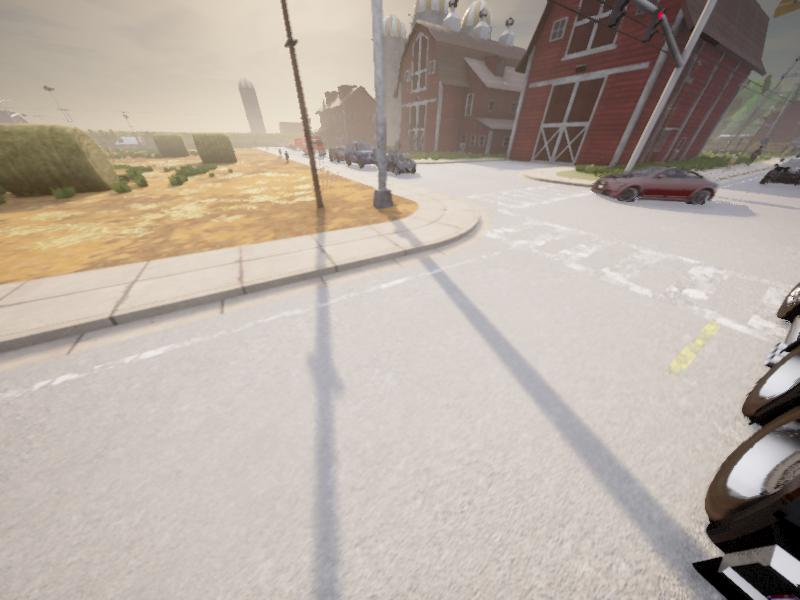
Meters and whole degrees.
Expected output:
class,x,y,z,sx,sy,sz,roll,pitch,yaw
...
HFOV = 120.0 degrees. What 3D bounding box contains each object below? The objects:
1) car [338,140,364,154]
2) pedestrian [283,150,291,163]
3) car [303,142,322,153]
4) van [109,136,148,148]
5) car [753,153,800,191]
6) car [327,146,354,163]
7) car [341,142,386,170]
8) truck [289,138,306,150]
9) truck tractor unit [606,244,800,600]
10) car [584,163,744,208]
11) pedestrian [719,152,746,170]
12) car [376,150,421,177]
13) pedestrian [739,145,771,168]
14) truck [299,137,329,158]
class,x,y,z,sx,sy,sz,roll,pitch,yaw
car,-8.876,-27.677,41.747,3.866,1.878,1.905,8,41,14
pedestrian,-11.714,-14.837,23.920,0.500,1.100,0.500,-12,37,-18
car,-18.131,-31.588,47.803,2.152,1.651,5.027,-19,39,-25
van,-70.746,-41.227,60.413,5.915,2.561,1.988,-18,39,-24
car,24.781,-8.034,14.337,5.238,1.638,1.930,-19,39,-24
car,-7.145,-17.353,27.489,1.789,1.549,3.705,-19,39,-25
car,-3.692,-14.308,22.708,2.150,2.045,5.566,-19,39,-25
truck,-25.609,-38.995,57.640,2.627,2.467,5.204,-19,39,-25
truck tractor unit,5.075,-0.335,0.829,6.516,4.208,3.053,-20,40,-26
car,11.340,-5.223,10.382,4.181,1.385,1.994,6,36,8
pedestrian,29.740,-12.401,20.647,0.751,1.300,0.751,-19,39,-25
car,-0.181,-10.775,18.104,1.845,1.501,3.633,-19,39,-25
pedestrian,34.848,-14.142,22.704,0.751,1.860,0.751,-15,37,-20
truck,-13.095,-23.353,35.204,2.627,2.467,5.204,-19,40,-25
